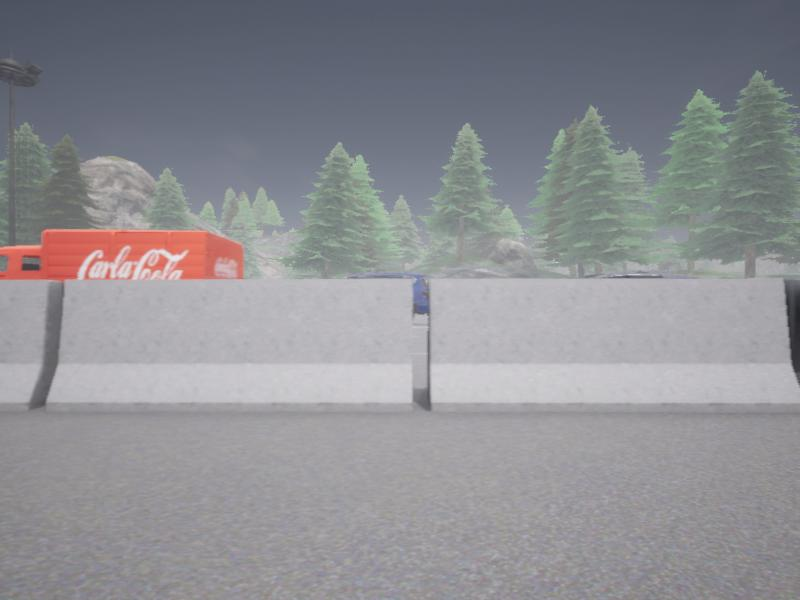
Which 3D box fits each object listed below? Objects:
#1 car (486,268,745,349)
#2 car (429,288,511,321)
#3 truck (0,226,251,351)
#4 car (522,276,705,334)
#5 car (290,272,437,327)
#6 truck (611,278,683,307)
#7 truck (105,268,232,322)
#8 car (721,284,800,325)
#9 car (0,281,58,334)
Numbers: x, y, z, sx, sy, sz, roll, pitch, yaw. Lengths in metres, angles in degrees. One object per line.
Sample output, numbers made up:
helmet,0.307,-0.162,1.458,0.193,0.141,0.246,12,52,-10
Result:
car,4.631,0.171,9.197,4.856,1.649,2.033,0,0,0
car,3.352,0.209,19.701,3.705,1.549,1.789,0,0,0
truck,-6.516,-0.230,9.194,5.204,2.467,2.627,0,0,0
car,6.532,0.146,12.696,4.611,1.667,2.242,0,0,0
car,-1.385,-0.029,16.201,5.566,2.045,2.150,0,0,0
truck,34.965,-1.002,57.114,2.891,3.827,8.468,0,0,-27
truck,-11.671,-0.222,20.350,5.204,2.467,2.627,0,0,13
car,16.413,0.174,16.189,5.366,1.575,1.801,0,0,0
car,-14.304,0.227,12.683,5.366,1.575,1.801,0,0,0
